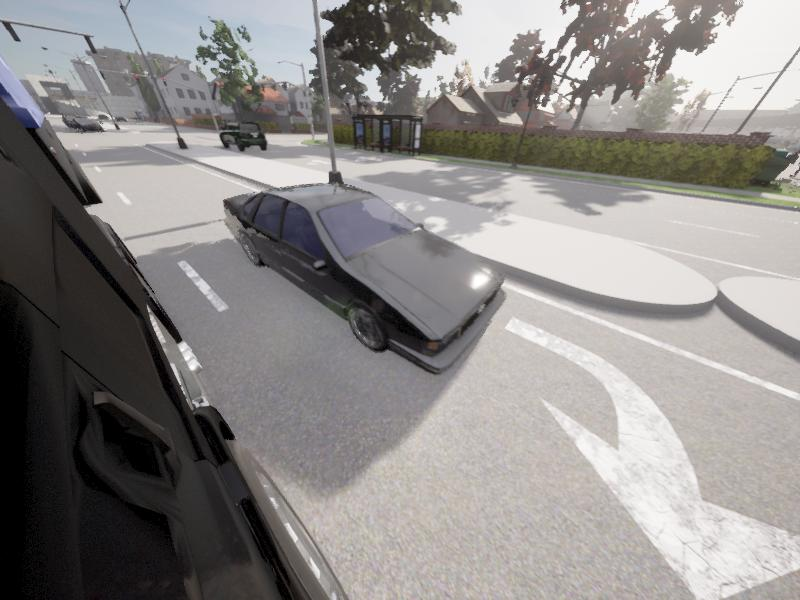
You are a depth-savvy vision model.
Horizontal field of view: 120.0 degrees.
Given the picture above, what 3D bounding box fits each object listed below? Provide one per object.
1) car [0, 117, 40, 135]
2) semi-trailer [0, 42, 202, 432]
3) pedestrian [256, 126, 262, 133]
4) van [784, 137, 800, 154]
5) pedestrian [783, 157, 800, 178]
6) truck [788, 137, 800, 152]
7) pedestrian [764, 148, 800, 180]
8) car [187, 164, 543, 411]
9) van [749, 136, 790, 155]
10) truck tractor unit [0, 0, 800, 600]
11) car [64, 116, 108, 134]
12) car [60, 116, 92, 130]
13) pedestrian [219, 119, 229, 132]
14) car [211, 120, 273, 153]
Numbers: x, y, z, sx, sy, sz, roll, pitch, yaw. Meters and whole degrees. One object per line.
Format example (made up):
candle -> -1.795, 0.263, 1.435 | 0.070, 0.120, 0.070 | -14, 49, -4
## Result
car -> -40.524, -17.843, 23.650 | 1.994, 1.385, 4.181 | -12, 39, -19
semi-trailer -> -8.698, -3.613, 4.216 | 14.254, 4.402, 2.717 | 28, 44, 30
pedestrian -> -26.625, -32.261, 43.713 | 0.500, 1.100, 0.500 | 28, 44, 30
van -> 82.505, -31.589, 47.223 | 1.988, 2.561, 5.915 | 28, 45, 30
pedestrian -> 31.436, -10.569, 17.939 | 0.751, 1.860, 0.751 | 28, 43, 29
truck -> 90.905, -34.669, 50.507 | 2.891, 3.827, 8.468 | 28, 45, 30
pedestrian -> 28.124, -9.868, 16.793 | 0.751, 1.860, 0.751 | 28, 44, 30
car -> -1.073, -1.029, 3.792 | 5.357, 1.411, 2.033 | 28, 44, 30
van -> 69.985, -29.415, 43.922 | 1.988, 2.561, 5.915 | 28, 45, 30
truck tractor unit -> -2.645, -0.295, 0.351 | 6.516, 4.208, 3.053 | 28, 44, 30
car -> -39.508, -22.044, 29.088 | 5.238, 1.638, 1.930 | 23, 41, 25
car -> -48.370, -26.402, 34.452 | 4.792, 1.488, 2.163 | 28, 44, 30
pedestrian -> -31.250, -30.949, 41.029 | 0.751, 1.860, 0.751 | -26, 45, -33
car -> -13.909, -14.446, 20.292 | 5.566, 2.045, 2.150 | 28, 44, 30
